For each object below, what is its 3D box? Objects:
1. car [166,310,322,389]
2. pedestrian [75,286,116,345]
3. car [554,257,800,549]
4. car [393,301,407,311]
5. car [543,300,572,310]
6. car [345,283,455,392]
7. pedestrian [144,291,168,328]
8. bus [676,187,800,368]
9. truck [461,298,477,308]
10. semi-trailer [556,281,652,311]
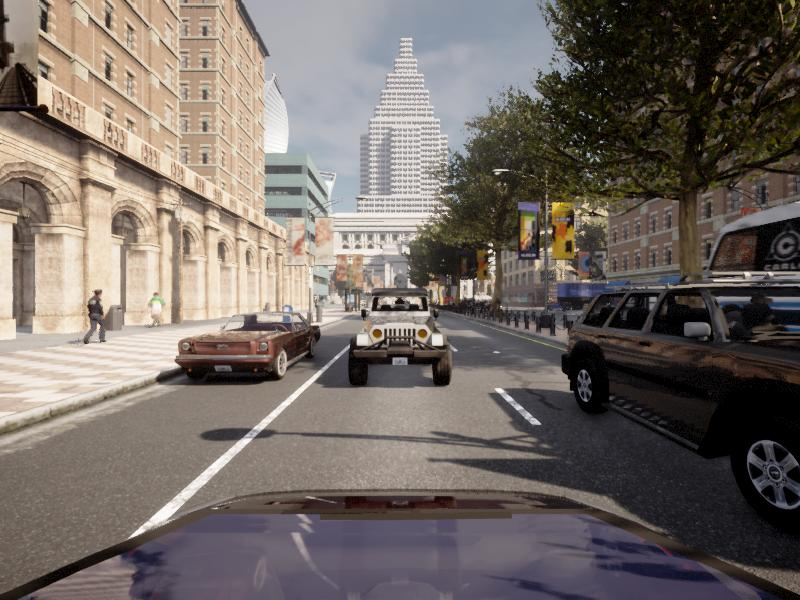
[{"bbox_3d":[-3.250,0.940,9.526,1.895,1.301,4.718,0,0,0],"label":"car"},{"bbox_3d":[-9.840,0.487,12.967,0.751,1.860,0.751,0,0,3],"label":"pedestrian"},{"bbox_3d":[3.501,0.653,4.281,1.932,1.855,4.605,0,0,0],"label":"car"},{"bbox_3d":[-0.002,0.904,63.573,2.033,1.411,5.357,0,0,0],"label":"car"},{"bbox_3d":[25.736,0.798,65.465,3.988,1.617,1.851,0,0,3],"label":"car"},{"bbox_3d":[-0.001,0.647,8.840,1.905,1.878,3.866,0,0,0],"label":"car"},{"bbox_3d":[-12.424,0.488,20.395,0.751,1.860,0.751,0,0,0],"label":"pedestrian"},{"bbox_3d":[11.424,-0.533,8.545,3.944,4.253,10.273,0,0,0],"label":"bus"},{"bbox_3d":[14.999,0.555,87.625,2.390,2.098,6.274,0,0,0],"label":"truck"},{"bbox_3d":[31.067,-0.609,60.931,14.254,4.402,2.717,0,0,-10],"label":"semi-trailer"}]
